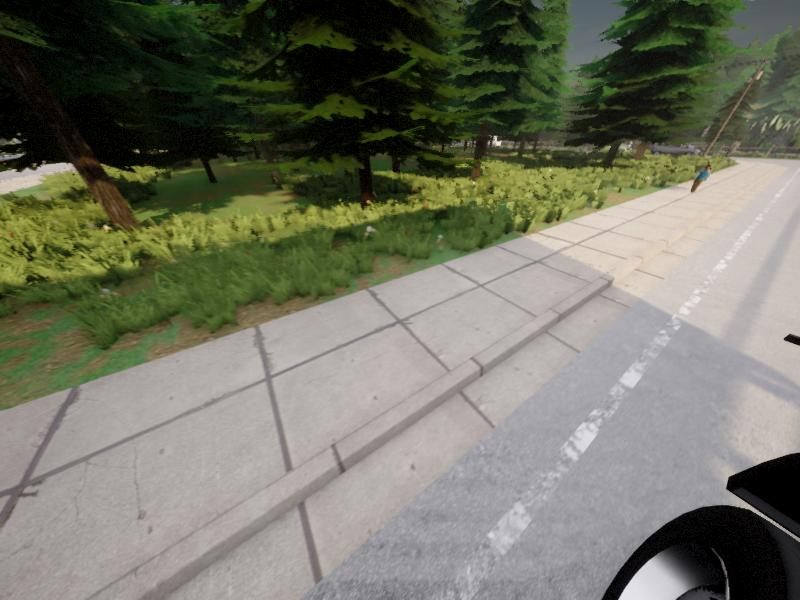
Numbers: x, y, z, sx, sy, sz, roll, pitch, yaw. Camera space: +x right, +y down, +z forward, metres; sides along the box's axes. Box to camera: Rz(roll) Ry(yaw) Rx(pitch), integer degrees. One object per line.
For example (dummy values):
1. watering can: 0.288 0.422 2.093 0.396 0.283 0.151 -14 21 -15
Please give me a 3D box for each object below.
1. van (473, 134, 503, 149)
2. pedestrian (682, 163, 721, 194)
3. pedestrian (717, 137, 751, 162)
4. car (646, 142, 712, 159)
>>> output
1. van: 19.291 -34.950 50.860 1.988 2.561 5.915 -20 40 -26
2. pedestrian: 12.843 -5.177 9.870 0.500 1.100 0.500 -22 41 -28
3. pedestrian: 31.234 -14.091 21.640 0.751 1.860 0.751 5 36 8
4. car: 33.105 -17.912 27.603 2.007 1.525 4.514 -18 39 -23
